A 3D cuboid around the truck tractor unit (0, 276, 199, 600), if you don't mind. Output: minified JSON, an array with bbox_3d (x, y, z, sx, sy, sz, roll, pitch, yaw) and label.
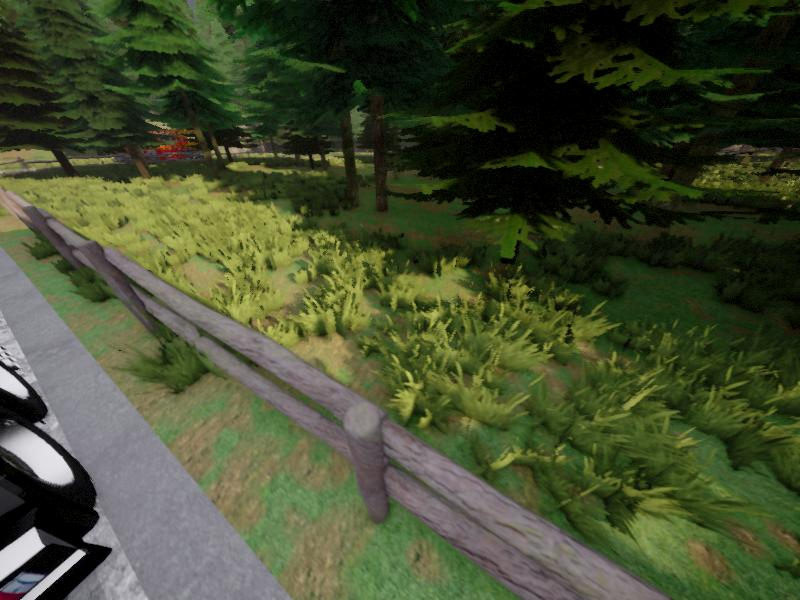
[{"bbox_3d":[-5.130,-0.282,0.744,6.516,4.208,3.053,18,39,23],"label":"truck tractor unit"}]

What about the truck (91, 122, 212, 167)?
[{"bbox_3d":[-28.457,-18.300,27.199,2.891,3.827,8.468,23,41,30],"label":"truck"}]
